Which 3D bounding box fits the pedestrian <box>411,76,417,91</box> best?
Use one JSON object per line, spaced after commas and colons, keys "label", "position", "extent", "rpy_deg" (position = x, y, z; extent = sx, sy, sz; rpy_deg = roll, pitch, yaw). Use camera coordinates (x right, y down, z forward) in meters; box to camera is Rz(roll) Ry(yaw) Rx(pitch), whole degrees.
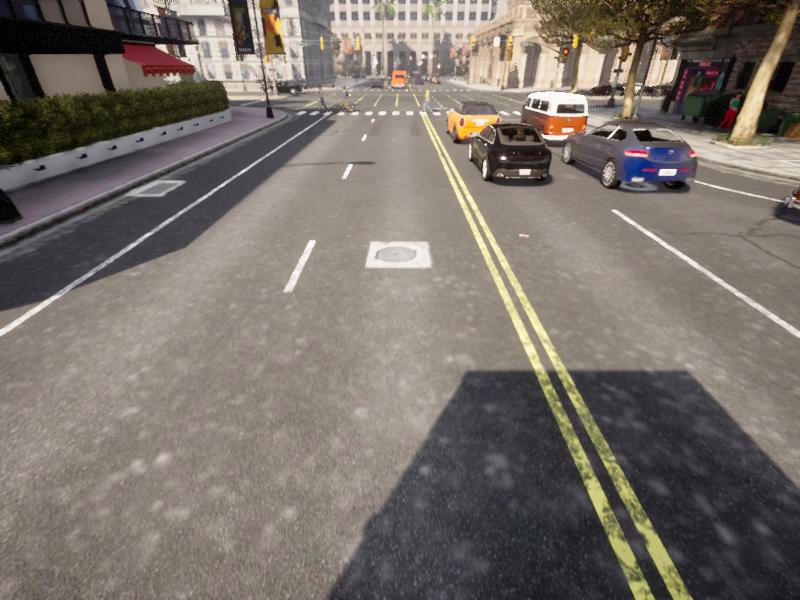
{"label": "pedestrian", "position": [1.991, -31.633, 58.356], "extent": [0.751, 1.860, 0.751], "rpy_deg": [5, 31, 9]}

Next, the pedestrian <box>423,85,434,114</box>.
{"label": "pedestrian", "position": [2.104, -14.782, 29.474], "extent": [0.751, 1.860, 0.751], "rpy_deg": [2, 30, 3]}

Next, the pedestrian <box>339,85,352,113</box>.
{"label": "pedestrian", "position": [-4.031, -14.930, 29.723], "extent": [0.751, 1.860, 0.751], "rpy_deg": [1, 30, 2]}

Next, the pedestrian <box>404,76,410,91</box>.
{"label": "pedestrian", "position": [0.992, -31.378, 57.918], "extent": [0.751, 1.860, 0.751], "rpy_deg": [1, 30, 1]}

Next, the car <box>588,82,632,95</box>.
{"label": "car", "position": [26.166, -26.365, 49.883], "extent": [4.181, 1.385, 1.994], "rpy_deg": [0, 30, 0]}

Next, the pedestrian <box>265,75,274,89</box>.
{"label": "pedestrian", "position": [-18.930, -31.603, 57.984], "extent": [0.751, 1.860, 0.751], "rpy_deg": [1, 30, 2]}

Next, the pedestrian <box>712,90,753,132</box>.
{"label": "pedestrian", "position": [16.682, -9.485, 20.106], "extent": [0.751, 1.860, 0.751], "rpy_deg": [0, 30, 1]}

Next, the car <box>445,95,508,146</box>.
{"label": "car", "position": [3.487, -8.701, 19.167], "extent": [2.097, 1.767, 4.553], "rpy_deg": [0, 30, 0]}

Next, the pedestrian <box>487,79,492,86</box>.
{"label": "pedestrian", "position": [15.029, -36.516, 67.187], "extent": [0.500, 1.100, 0.500], "rpy_deg": [0, 30, 0]}

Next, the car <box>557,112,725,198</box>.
{"label": "car", "position": [6.987, -4.720, 12.518], "extent": [2.152, 1.651, 5.027], "rpy_deg": [0, 30, 0]}

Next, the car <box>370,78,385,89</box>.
{"label": "car", "position": [-3.539, -34.501, 63.777], "extent": [2.033, 1.411, 5.357], "rpy_deg": [0, 30, 0]}

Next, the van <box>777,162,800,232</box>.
{"label": "van", "position": [10.535, -2.071, 7.620], "extent": [4.442, 1.987, 1.775], "rpy_deg": [22, 37, 32]}

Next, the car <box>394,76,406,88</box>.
{"label": "car", "position": [-0.037, -37.573, 68.800], "extent": [1.930, 1.638, 5.238], "rpy_deg": [0, 30, 0]}

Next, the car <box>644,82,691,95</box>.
{"label": "car", "position": [33.247, -26.340, 49.846], "extent": [4.181, 1.385, 1.994], "rpy_deg": [1, 30, 1]}

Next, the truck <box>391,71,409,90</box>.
{"label": "truck", "position": [-0.035, -34.463, 62.649], "extent": [2.627, 2.467, 5.204], "rpy_deg": [0, 30, 0]}

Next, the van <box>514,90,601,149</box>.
{"label": "van", "position": [6.988, -8.403, 18.415], "extent": [2.069, 2.038, 4.480], "rpy_deg": [0, 30, 0]}

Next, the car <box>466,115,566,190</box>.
{"label": "car", "position": [3.490, -5.015, 13.148], "extent": [1.837, 1.490, 4.892], "rpy_deg": [0, 30, 0]}

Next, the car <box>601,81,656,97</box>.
{"label": "car", "position": [26.706, -24.675, 46.826], "extent": [4.974, 1.542, 2.038], "rpy_deg": [0, 30, 0]}

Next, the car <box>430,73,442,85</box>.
{"label": "car", "position": [7.015, -43.716, 79.098], "extent": [1.932, 1.855, 4.605], "rpy_deg": [0, 30, 0]}

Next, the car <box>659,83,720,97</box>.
{"label": "car", "position": [33.837, -24.590, 46.822], "extent": [5.357, 1.411, 2.033], "rpy_deg": [0, 30, 0]}

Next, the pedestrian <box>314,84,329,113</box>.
{"label": "pedestrian", "position": [-5.907, -15.190, 30.168], "extent": [0.751, 1.860, 0.751], "rpy_deg": [0, 30, 0]}

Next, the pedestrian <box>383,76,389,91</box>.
{"label": "pedestrian", "position": [-2.044, -31.568, 58.240], "extent": [0.751, 1.860, 0.751], "rpy_deg": [-3, 30, -5]}

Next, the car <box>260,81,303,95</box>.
{"label": "car", "position": [-14.772, -26.663, 50.235], "extent": [4.892, 1.490, 1.837], "rpy_deg": [-4, 32, -7]}

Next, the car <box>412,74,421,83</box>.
{"label": "car", "position": [3.567, -48.350, 87.274], "extent": [1.930, 1.638, 5.238], "rpy_deg": [1, 30, 1]}

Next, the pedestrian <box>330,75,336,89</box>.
{"label": "pedestrian", "position": [-9.782, -31.826, 58.374], "extent": [0.751, 1.860, 0.751], "rpy_deg": [-1, 30, -2]}
